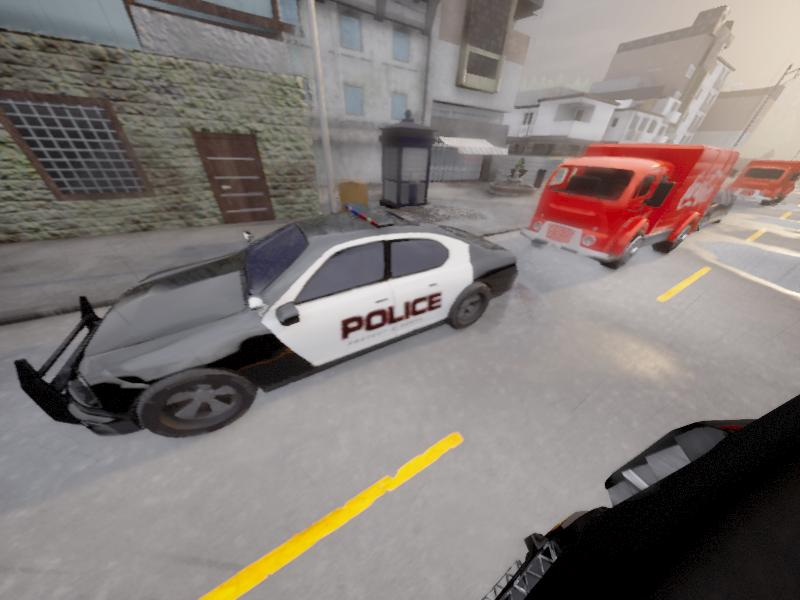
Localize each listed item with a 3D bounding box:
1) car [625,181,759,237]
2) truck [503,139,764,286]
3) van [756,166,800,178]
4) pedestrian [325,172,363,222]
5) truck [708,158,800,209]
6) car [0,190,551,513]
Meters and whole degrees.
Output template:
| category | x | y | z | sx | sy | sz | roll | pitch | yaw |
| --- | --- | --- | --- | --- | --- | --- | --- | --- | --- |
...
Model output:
| category | x | y | z | sx | sy | sz | roll | pitch | yaw |
| --- | --- | --- | --- | --- | --- | --- | --- | --- | --- |
| car | 12.113 | -3.967 | 9.564 | 5.357 | 1.411 | 2.033 | -16 | 38 | -26 |
| truck | 5.892 | -2.617 | 6.093 | 5.204 | 2.467 | 2.627 | -16 | 38 | -26 |
| van | 81.808 | -27.724 | 49.939 | 1.775 | 1.987 | 4.442 | -5 | 34 | -12 |
| pedestrian | -1.745 | -3.285 | 7.367 | 0.751 | 1.300 | 0.751 | 14 | 35 | 17 |
| truck | 24.026 | -7.852 | 15.295 | 5.204 | 2.467 | 2.627 | -17 | 38 | -25 |
| car | -0.785 | -0.305 | 2.975 | 4.974 | 1.542 | 2.038 | -16 | 38 | -26 |
